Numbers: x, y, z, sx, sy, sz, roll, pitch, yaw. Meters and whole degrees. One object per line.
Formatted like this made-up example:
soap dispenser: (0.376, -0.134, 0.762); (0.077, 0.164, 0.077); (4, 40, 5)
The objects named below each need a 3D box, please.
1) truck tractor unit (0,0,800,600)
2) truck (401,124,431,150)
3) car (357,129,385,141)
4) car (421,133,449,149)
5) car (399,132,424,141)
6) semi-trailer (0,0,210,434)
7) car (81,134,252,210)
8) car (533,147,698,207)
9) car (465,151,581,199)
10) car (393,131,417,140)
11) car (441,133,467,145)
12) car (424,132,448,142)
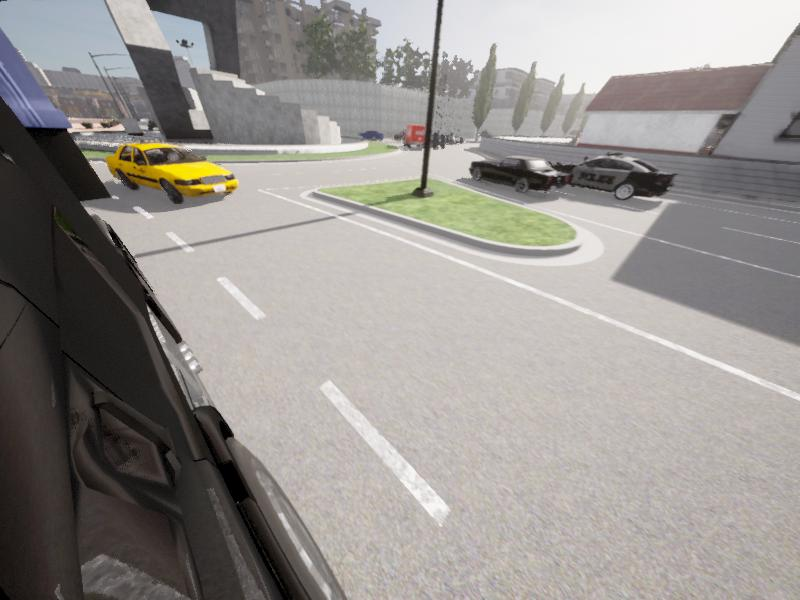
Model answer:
truck tractor unit: (-2.645, -0.295, 0.351); (6.516, 4.208, 3.053); (28, 44, 30)
truck: (1.989, -21.859, 30.873); (2.627, 2.467, 5.204); (-5, 38, -11)
car: (-5.314, -30.332, 42.491); (5.008, 1.535, 1.882); (23, 41, 25)
car: (4.913, -22.742, 32.926); (2.033, 1.649, 4.856); (-8, 37, -14)
car: (2.304, -32.339, 45.721); (4.674, 1.442, 1.812); (-24, 45, -31)
semi-trailer: (-9.270, -3.138, 3.567); (14.254, 4.402, 2.717); (21, 40, 23)
car: (-7.953, -4.572, 7.929); (5.366, 1.575, 1.801); (19, 40, 21)
car: (9.592, -6.069, 10.975); (1.930, 1.638, 5.238); (-18, 41, -25)
car: (5.558, -6.231, 11.227); (1.895, 1.301, 4.718); (-15, 40, -23)
car: (1.051, -34.470, 48.414); (4.974, 1.542, 2.038); (-25, 45, -32)
car: (9.922, -29.466, 42.289); (4.974, 1.542, 2.038); (-28, 47, -35)
car: (7.630, -34.809, 49.278); (4.974, 1.542, 2.038); (-26, 45, -32)
